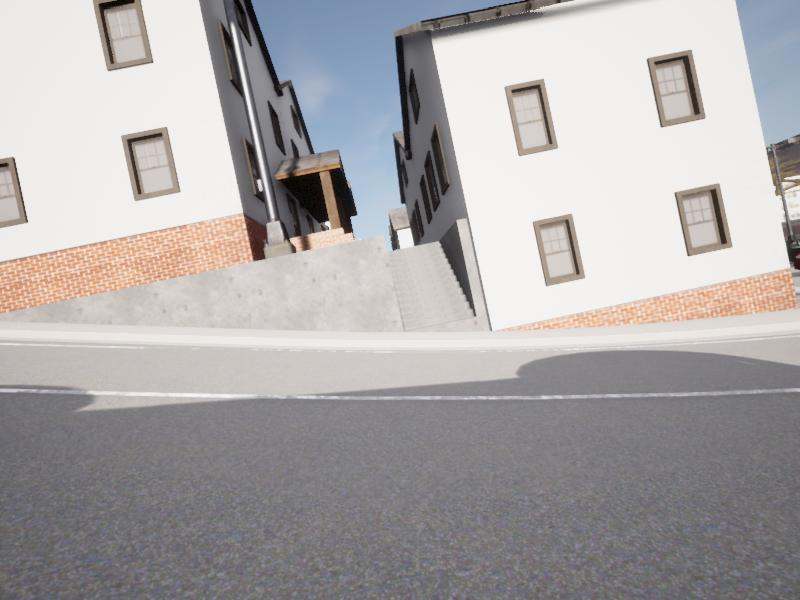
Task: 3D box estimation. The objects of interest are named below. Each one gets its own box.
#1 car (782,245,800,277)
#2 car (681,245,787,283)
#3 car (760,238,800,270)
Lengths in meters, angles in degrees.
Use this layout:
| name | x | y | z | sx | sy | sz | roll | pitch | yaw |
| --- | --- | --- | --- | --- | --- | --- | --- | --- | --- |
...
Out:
| name | x | y | z | sx | sy | sz | roll | pitch | yaw |
| --- | --- | --- | --- | --- | --- | --- | --- | --- | --- |
| car | 19.948 | -2.012 | 17.444 | 1.812 | 1.442 | 4.674 | -12 | 0 | -1 |
| car | 20.060 | -2.065 | 24.401 | 2.163 | 1.488 | 4.792 | -12 | 0 | 0 |
| car | 23.473 | -2.815 | 23.074 | 1.789 | 1.549 | 3.705 | -12 | 0 | 0 |
